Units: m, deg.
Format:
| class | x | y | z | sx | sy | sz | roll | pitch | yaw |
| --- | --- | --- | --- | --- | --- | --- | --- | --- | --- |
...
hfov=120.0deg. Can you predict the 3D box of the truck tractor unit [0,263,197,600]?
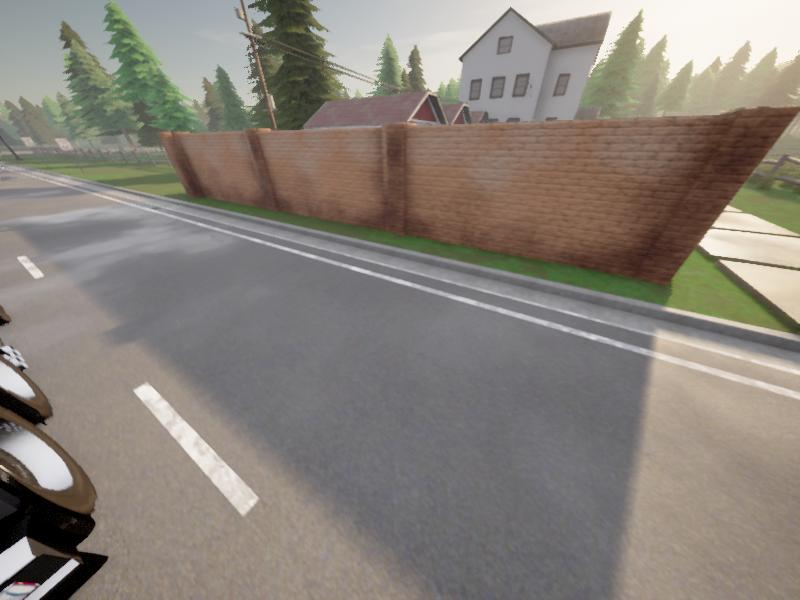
| class | x | y | z | sx | sy | sz | roll | pitch | yaw |
| --- | --- | --- | --- | --- | --- | --- | --- | --- | --- |
| truck tractor unit | -5.116 | -0.293 | 0.786 | 6.516 | 4.208 | 3.053 | 18 | 39 | 24 |
